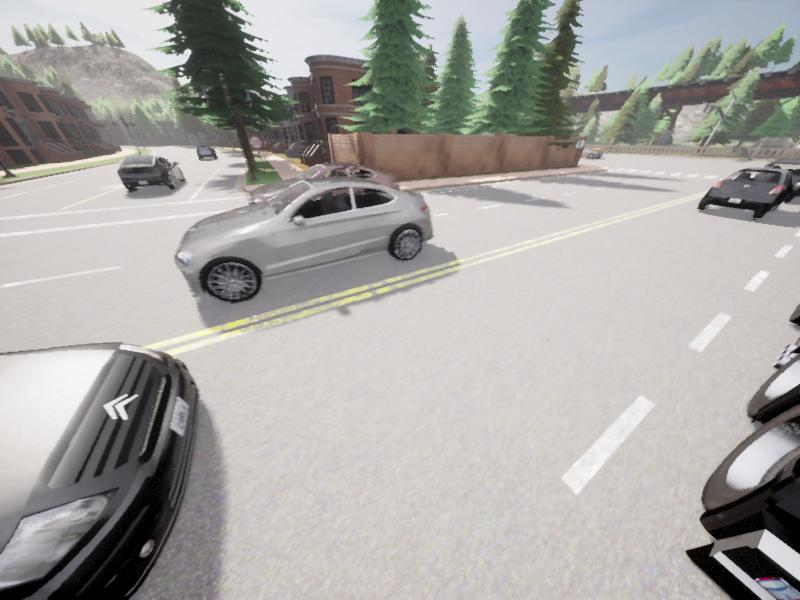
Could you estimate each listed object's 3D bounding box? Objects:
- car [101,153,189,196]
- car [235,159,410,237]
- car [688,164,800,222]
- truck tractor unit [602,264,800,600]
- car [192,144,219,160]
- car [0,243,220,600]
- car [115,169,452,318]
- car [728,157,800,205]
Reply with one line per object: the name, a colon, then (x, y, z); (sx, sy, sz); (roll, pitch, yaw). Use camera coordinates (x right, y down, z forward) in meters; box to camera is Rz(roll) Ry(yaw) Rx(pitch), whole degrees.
car: (-13.451, -7.029, 12.612); (1.837, 1.490, 4.892); (-18, 39, -24)
car: (-2.385, -3.714, 7.906); (5.027, 1.651, 2.152); (-18, 39, -25)
car: (13.585, -4.260, 8.919); (3.633, 1.501, 1.845); (-18, 39, -25)
truck tractor unit: (5.111, -0.300, 0.781); (6.516, 4.208, 3.053); (-18, 39, -24)
car: (-25.461, -19.567, 30.407); (2.033, 1.649, 4.856); (-19, 39, -25)
car: (-3.389, 1.238, 0.791); (3.988, 1.617, 1.851); (-18, 39, -24)
car: (-1.652, -1.644, 4.937); (5.027, 1.651, 2.152); (-18, 39, -24)
car: (18.678, -5.948, 11.328); (3.988, 1.617, 1.851); (-18, 39, -24)
